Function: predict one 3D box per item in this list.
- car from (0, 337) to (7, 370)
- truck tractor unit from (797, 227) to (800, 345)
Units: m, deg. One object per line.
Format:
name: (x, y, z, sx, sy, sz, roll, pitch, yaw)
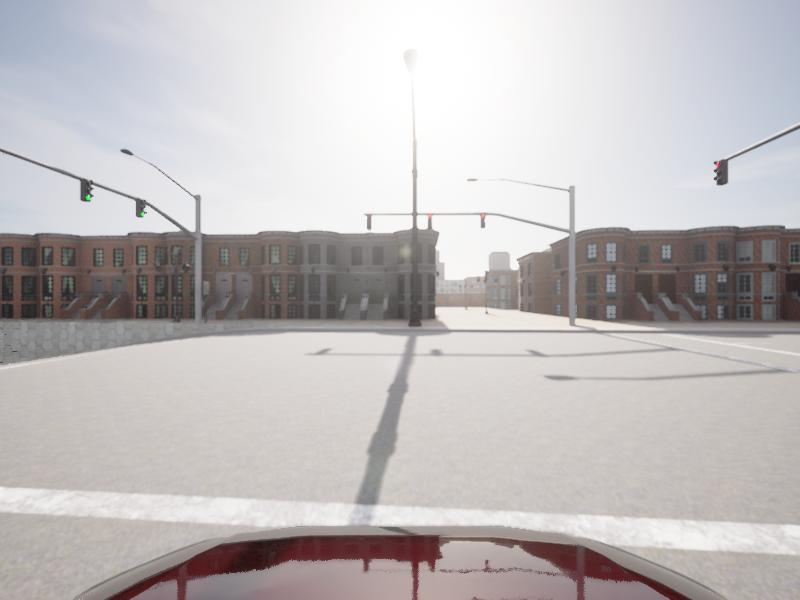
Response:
car: (-18.359, 2.371, 15.343, 4.605, 1.855, 1.932, -13, 0, 4)
truck tractor unit: (17.480, -0.496, 12.670, 6.516, 4.208, 3.053, 0, 0, 5)
